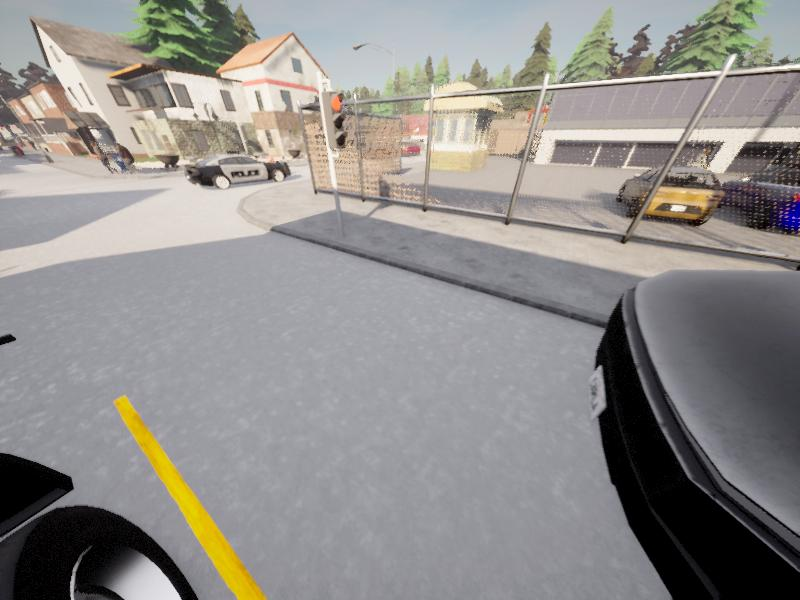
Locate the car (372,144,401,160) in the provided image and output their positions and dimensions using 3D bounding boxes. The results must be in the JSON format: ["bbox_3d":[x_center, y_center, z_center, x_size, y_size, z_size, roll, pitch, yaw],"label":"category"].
[{"bbox_3d":[-1.560,-18.458,28.785,1.789,1.549,3.705,20,39,25],"label":"car"}]

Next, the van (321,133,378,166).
[{"bbox_3d":[-4.929,-15.634,23.890,1.988,2.561,5.915,20,40,26],"label":"van"}]

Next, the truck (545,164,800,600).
[{"bbox_3d":[4.119,1.359,0.198,6.274,2.098,2.390,20,40,26],"label":"truck"}]

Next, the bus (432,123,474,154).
[{"bbox_3d":[9.284,-29.621,42.386,3.944,4.253,10.273,-4,35,-6],"label":"bus"}]

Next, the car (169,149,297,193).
[{"bbox_3d":[-8.837,-7.383,12.915,1.930,1.638,5.238,23,41,29],"label":"car"}]

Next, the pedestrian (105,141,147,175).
[{"bbox_3d":[-17.927,-9.320,15.168,0.751,1.860,0.751,-6,36,-9],"label":"pedestrian"}]

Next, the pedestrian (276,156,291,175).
[{"bbox_3d":[-8.331,-9.641,16.558,0.500,1.100,0.500,25,42,31],"label":"pedestrian"}]

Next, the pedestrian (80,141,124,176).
[{"bbox_3d":[-19.025,-9.088,14.830,0.751,1.860,0.751,-12,37,-17],"label":"pedestrian"}]

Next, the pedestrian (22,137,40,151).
[{"bbox_3d":[-61.513,-25.998,38.537,0.751,1.860,0.751,19,39,25],"label":"pedestrian"}]

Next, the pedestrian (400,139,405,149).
[{"bbox_3d":[0.599,-36.011,53.255,0.751,1.860,0.751,19,39,25],"label":"pedestrian"}]
